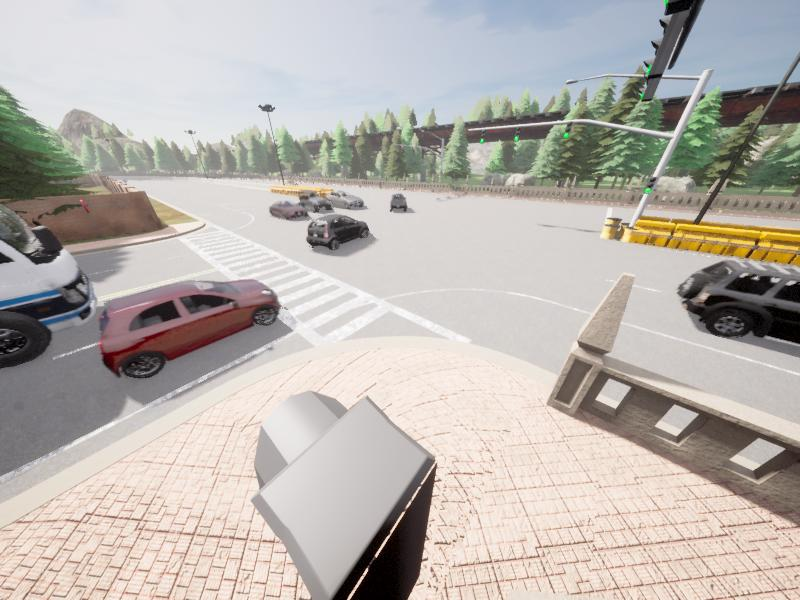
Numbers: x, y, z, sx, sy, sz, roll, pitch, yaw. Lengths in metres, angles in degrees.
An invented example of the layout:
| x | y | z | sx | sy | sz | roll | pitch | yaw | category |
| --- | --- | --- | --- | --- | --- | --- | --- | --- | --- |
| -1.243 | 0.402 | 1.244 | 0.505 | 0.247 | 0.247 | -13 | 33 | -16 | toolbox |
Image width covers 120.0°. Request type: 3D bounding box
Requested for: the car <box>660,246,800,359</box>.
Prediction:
| x | y | z | sx | sy | sz | roll | pitch | yaw | category |
| --- | --- | --- | --- | --- | --- | --- | --- | --- | --- |
| 10.257 | 0.251 | 5.687 | 4.605 | 1.855 | 1.932 | 23 | 37 | 33 | car |

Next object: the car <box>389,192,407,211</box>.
| x | y | z | sx | sy | sz | roll | pitch | yaw | category |
| --- | --- | --- | --- | --- | --- | --- | --- | --- | --- |
| -0.261 | -10.656 | 24.929 | 1.845 | 1.501 | 3.633 | -1 | 30 | -2 | car |

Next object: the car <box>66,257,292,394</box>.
| x | y | z | sx | sy | sz | roll | pitch | yaw | category |
| --- | --- | --- | --- | --- | --- | --- | --- | --- | --- |
| -5.181 | 0.264 | 6.017 | 1.845 | 1.501 | 3.633 | 23 | 37 | 35 | car |

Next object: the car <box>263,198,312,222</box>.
| x | y | z | sx | sy | sz | roll | pitch | yaw | category |
| --- | --- | --- | --- | --- | --- | --- | --- | --- | --- |
| -10.092 | -8.121 | 20.704 | 4.181 | 1.385 | 1.994 | 23 | 37 | 34 | car |

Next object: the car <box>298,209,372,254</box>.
| x | y | z | sx | sy | sz | roll | pitch | yaw | category |
| --- | --- | --- | --- | --- | --- | --- | --- | --- | --- |
| -3.596 | -4.222 | 13.711 | 1.851 | 1.617 | 3.988 | 16 | 33 | 25 | car |

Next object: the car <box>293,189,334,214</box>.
| x | y | z | sx | sy | sz | roll | pitch | yaw | category |
| --- | --- | --- | --- | --- | --- | --- | --- | --- | --- |
| -8.900 | -10.137 | 23.673 | 3.866 | 1.878 | 1.905 | 23 | 37 | 34 | car |

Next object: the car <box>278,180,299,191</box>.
| x | y | z | sx | sy | sz | roll | pitch | yaw | category |
| --- | --- | --- | --- | --- | --- | --- | --- | --- | --- |
| -21.718 | -22.332 | 45.080 | 3.988 | 1.617 | 1.851 | 23 | 37 | 34 | car |

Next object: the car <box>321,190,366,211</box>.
| x | y | z | sx | sy | sz | roll | pitch | yaw | category |
| --- | --- | --- | --- | --- | --- | --- | --- | --- | --- |
| -6.334 | -11.228 | 25.832 | 5.027 | 1.651 | 2.152 | 23 | 37 | 34 | car |

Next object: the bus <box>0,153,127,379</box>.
| x | y | z | sx | sy | sz | roll | pitch | yaw | category |
| --- | --- | --- | --- | --- | --- | --- | --- | --- | --- |
| -12.296 | 0.463 | 2.952 | 3.944 | 4.253 | 10.273 | 23 | 37 | 34 | bus |
